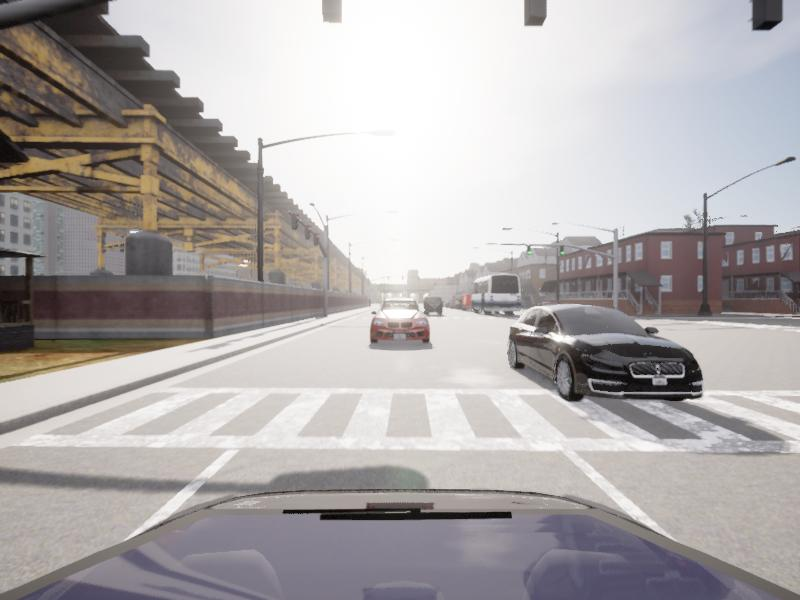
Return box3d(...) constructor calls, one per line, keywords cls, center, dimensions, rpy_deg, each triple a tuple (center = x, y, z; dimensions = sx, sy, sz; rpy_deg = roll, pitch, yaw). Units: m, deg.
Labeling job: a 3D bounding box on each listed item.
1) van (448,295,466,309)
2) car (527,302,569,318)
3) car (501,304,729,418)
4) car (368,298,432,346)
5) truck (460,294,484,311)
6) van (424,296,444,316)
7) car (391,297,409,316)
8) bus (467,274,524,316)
box3d(cls="van", center=(10.501, 0.396, 74.207), dimensions=(2.351, 2.431, 6.366), rpy_deg=(0, 0, 0))
box3d(cls="car", center=(14.002, 0.904, 38.245), dimensions=(2.033, 1.411, 5.357), rpy_deg=(0, 0, 0))
box3d(cls="car", center=(3.499, 0.847, 7.820), dimensions=(1.837, 1.490, 4.892), rpy_deg=(0, 0, 0))
box3d(cls="car", center=(0.000, 0.760, 16.196), dimensions=(2.242, 1.667, 4.611), rpy_deg=(0, 0, 0))
box3d(cls="truck", center=(10.500, 0.368, 59.012), dimensions=(2.627, 2.467, 5.204), rpy_deg=(0, 0, 0))
box3d(cls="van", center=(3.500, 0.609, 42.233), dimensions=(1.775, 1.987, 4.442), rpy_deg=(0, 0, 0))
box3d(cls="car", center=(-0.003, 0.657, 42.417), dimensions=(1.905, 1.878, 3.866), rpy_deg=(0, 0, 0))
box3d(cls="bus", center=(10.379, -0.520, 44.955), dimensions=(3.944, 4.253, 10.273), rpy_deg=(0, 0, 0))
